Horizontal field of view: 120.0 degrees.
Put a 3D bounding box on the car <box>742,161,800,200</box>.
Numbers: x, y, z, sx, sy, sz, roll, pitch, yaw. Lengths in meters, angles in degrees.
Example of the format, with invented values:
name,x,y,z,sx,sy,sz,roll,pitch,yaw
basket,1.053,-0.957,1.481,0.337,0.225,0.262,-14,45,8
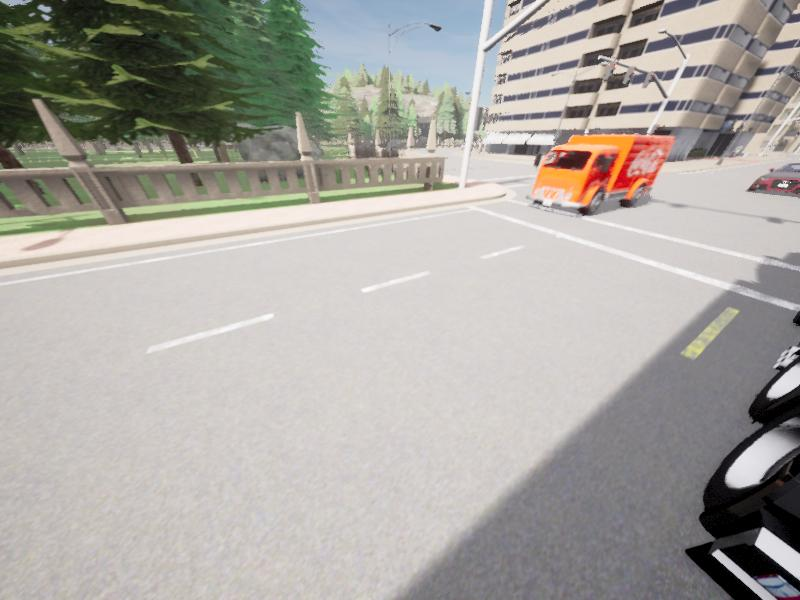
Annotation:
name,x,y,z,sx,sy,sz,roll,pitch,yaw
car,20.525,-6.311,12.029,4.181,1.385,1.994,-18,39,-24

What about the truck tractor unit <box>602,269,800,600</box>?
name,x,y,z,sx,sy,sz,roll,pitch,yaw
truck tractor unit,5.118,-0.291,0.779,6.516,4.208,3.053,-18,39,-24

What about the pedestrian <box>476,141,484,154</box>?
name,x,y,z,sx,sy,sz,roll,pitch,yaw
pedestrian,14.395,-27.459,41.597,0.751,1.860,0.751,0,35,0

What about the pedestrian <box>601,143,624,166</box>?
name,x,y,z,sx,sy,sz,roll,pitch,yaw
pedestrian,20.884,-14.269,22.702,0.751,1.860,0.751,-14,37,-20

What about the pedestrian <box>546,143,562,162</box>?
name,x,y,z,sx,sy,sz,roll,pitch,yaw
pedestrian,17.849,-17.116,26.763,0.751,1.860,0.751,-19,39,-25

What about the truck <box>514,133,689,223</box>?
name,x,y,z,sx,sy,sz,roll,pitch,yaw
truck,7.696,-4.977,9.072,5.204,2.467,2.627,-18,39,-24
